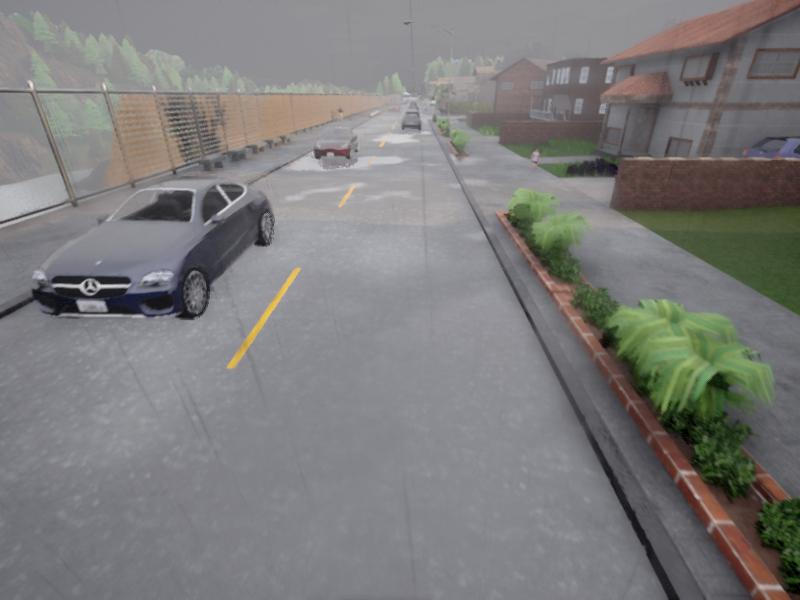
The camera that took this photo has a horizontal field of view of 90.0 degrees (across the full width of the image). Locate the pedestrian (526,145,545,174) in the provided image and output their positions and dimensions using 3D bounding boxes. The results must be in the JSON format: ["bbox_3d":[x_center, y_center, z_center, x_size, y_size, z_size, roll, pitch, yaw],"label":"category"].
[{"bbox_3d":[5.596,-5.809,16.556,0.500,1.100,0.500,1,27,2],"label":"pedestrian"}]

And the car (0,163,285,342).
[{"bbox_3d":[-4.042,-1.308,7.465,2.152,1.651,5.027,1,27,2],"label":"car"}]

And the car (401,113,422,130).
[{"bbox_3d":[1.209,-18.510,41.429,1.994,1.385,4.181,1,27,2],"label":"car"}]

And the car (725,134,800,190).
[{"bbox_3d":[13.457,-4.564,13.143,3.633,1.501,1.845,1,27,2],"label":"car"}]

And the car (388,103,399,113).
[{"bbox_3d":[-1.255,-39.567,82.208,2.097,1.767,4.553,1,27,2],"label":"car"}]

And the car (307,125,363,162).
[{"bbox_3d":[-3.490,-8.902,22.495,2.163,1.488,4.792,1,27,2],"label":"car"}]

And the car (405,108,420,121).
[{"bbox_3d":[1.711,-25.579,55.087,1.882,1.535,5.008,1,27,2],"label":"car"}]

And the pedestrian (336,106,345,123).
[{"bbox_3d":[-7.244,-22.693,48.814,0.751,1.860,0.751,1,27,3],"label":"pedestrian"}]
